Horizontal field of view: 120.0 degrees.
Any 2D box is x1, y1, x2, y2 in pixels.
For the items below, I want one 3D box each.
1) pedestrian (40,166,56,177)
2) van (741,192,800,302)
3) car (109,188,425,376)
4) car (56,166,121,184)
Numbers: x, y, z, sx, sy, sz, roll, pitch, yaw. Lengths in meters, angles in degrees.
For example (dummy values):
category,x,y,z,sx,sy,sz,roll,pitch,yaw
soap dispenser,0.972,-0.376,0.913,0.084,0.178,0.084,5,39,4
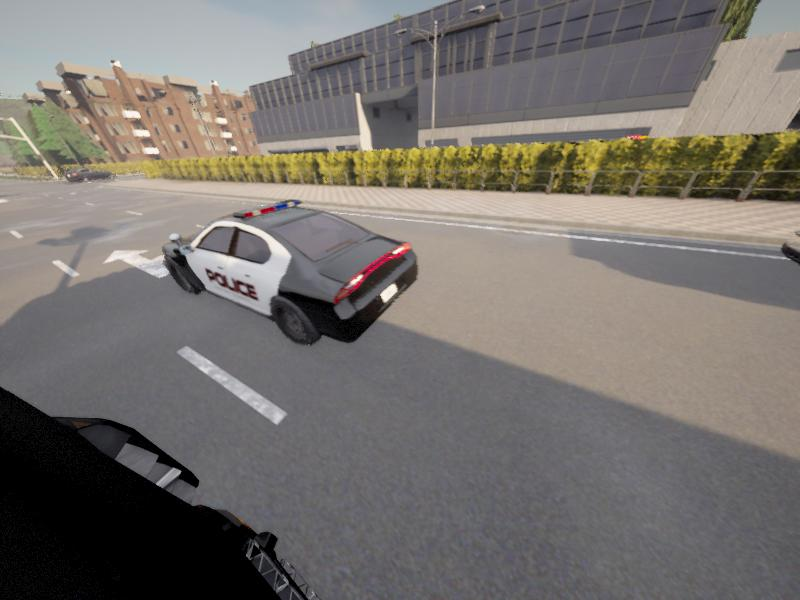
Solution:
category,x,y,z,sx,sy,sz,roll,pitch,yaw
pedestrian,-65.851,-24.041,43.243,0.751,1.860,0.751,15,37,25
van,8.908,-0.416,1.706,6.366,2.431,2.351,15,38,25
car,-2.277,-0.865,4.053,4.974,1.542,2.038,15,38,25
car,-42.560,-17.305,31.795,2.242,1.667,4.611,3,34,9
